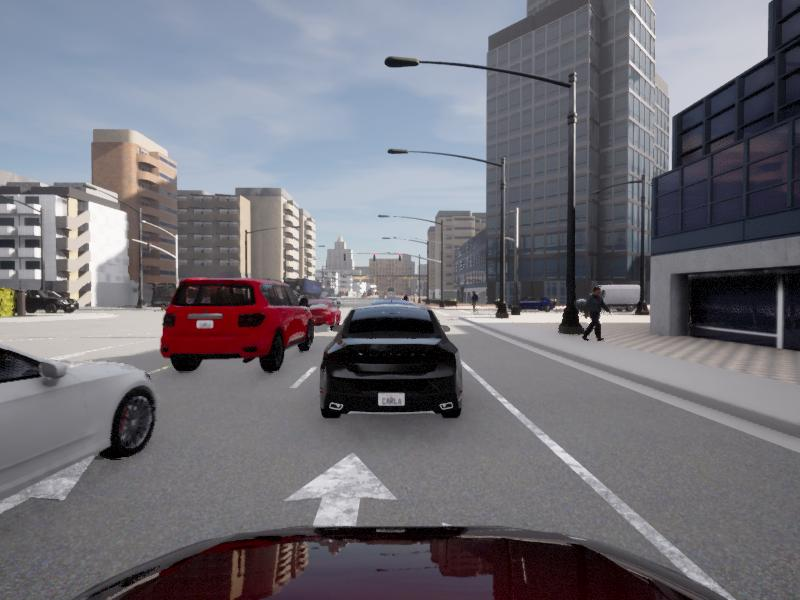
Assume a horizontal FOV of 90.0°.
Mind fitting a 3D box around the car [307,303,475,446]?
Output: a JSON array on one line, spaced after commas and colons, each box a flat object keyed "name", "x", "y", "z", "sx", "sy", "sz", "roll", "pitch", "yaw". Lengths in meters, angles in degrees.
[{"name": "car", "x": -0.149, "y": 0.835, "z": 6.827, "sx": 1.837, "sy": 1.490, "sz": 4.892, "roll": 0, "pitch": 0, "yaw": -1}]

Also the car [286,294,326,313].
[{"name": "car", "x": -8.993, "y": 0.315, "z": 37.986, "sx": 1.930, "sy": 1.638, "sz": 5.238, "roll": -1, "pitch": 1, "yaw": -34}]

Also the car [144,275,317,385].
[{"name": "car", "x": -3.731, "y": 0.518, "z": 10.228, "sx": 2.150, "sy": 2.045, "sz": 5.566, "roll": 0, "pitch": 1, "yaw": -1}]

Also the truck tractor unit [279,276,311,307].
[{"name": "truck tractor unit", "x": -15.310, "y": -1.176, "z": 58.854, "sx": 3.053, "sy": 4.208, "sz": 6.516, "roll": 0, "pitch": 0, "yaw": -1}]

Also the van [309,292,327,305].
[{"name": "van", "x": -15.725, "y": -0.339, "z": 76.896, "sx": 2.351, "sy": 2.431, "sz": 6.366, "roll": 0, "pitch": 0, "yaw": -2}]

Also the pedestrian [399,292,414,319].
[{"name": "pedestrian", "x": 0.424, "y": 0.350, "z": 27.394, "sx": 0.751, "sy": 1.860, "sz": 0.751, "roll": -1, "pitch": 1, "yaw": -37}]

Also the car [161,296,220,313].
[{"name": "car", "x": -19.880, "y": 0.377, "z": 38.167, "sx": 4.792, "sy": 1.488, "sz": 2.163, "roll": 0, "pitch": 1, "yaw": -22}]

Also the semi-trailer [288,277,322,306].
[{"name": "semi-trailer", "x": -15.521, "y": -1.306, "z": 66.763, "sx": 2.717, "sy": 4.402, "sz": 14.254, "roll": 0, "pitch": 0, "yaw": -2}]

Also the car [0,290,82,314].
[{"name": "car", "x": -30.852, "y": 0.145, "z": 34.241, "sx": 5.566, "sy": 2.045, "sz": 2.150, "roll": 0, "pitch": 1, "yaw": -1}]

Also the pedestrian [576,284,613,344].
[{"name": "pedestrian", "x": 6.320, "y": 0.432, "z": 12.999, "sx": 0.751, "sy": 1.860, "sz": 0.751, "roll": 0, "pitch": 1, "yaw": -16}]

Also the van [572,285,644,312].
[{"name": "van", "x": 19.906, "y": -0.155, "z": 38.479, "sx": 5.915, "sy": 2.561, "sz": 1.988, "roll": 0, "pitch": 1, "yaw": -1}]

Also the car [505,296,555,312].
[{"name": "car", "x": 12.427, "y": 0.376, "z": 38.379, "sx": 4.193, "sy": 1.474, "sz": 1.816, "roll": 0, "pitch": 1, "yaw": -1}]

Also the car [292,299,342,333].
[{"name": "car", "x": -4.072, "y": 0.694, "z": 20.353, "sx": 1.812, "sy": 1.442, "sz": 4.674, "roll": 0, "pitch": 1, "yaw": -4}]

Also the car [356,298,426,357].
[{"name": "car", "x": -0.289, "y": 0.737, "z": 13.310, "sx": 1.882, "sy": 1.535, "sz": 5.008, "roll": 0, "pitch": 1, "yaw": -1}]

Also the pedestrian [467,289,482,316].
[{"name": "pedestrian", "x": 5.408, "y": 0.174, "z": 28.960, "sx": 0.751, "sy": 1.860, "sz": 0.751, "roll": -1, "pitch": 1, "yaw": -35}]

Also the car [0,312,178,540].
[{"name": "car", "x": -3.555, "y": 0.868, "z": 2.518, "sx": 1.812, "sy": 1.442, "sz": 4.674, "roll": 0, "pitch": 0, "yaw": -1}]

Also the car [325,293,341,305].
[{"name": "car", "x": -12.122, "y": -0.138, "z": 72.546, "sx": 2.150, "sy": 2.045, "sz": 5.566, "roll": 0, "pitch": 0, "yaw": -1}]
